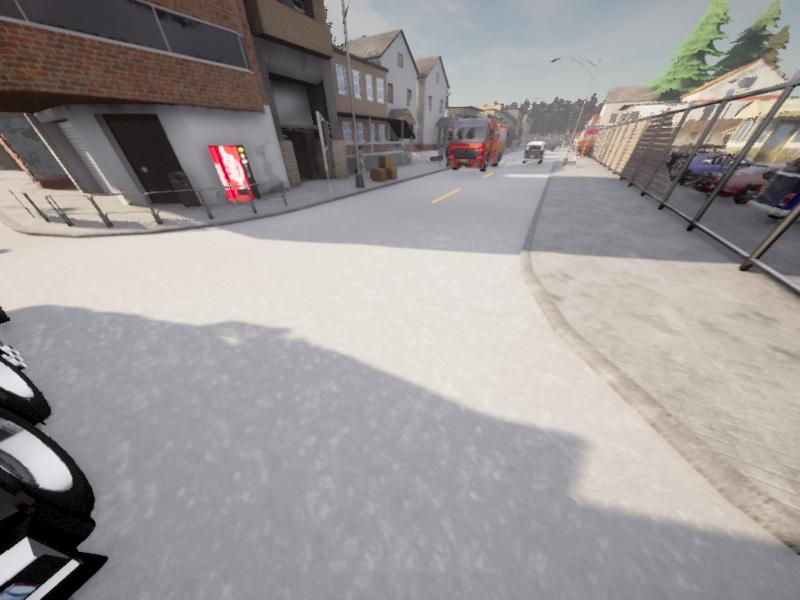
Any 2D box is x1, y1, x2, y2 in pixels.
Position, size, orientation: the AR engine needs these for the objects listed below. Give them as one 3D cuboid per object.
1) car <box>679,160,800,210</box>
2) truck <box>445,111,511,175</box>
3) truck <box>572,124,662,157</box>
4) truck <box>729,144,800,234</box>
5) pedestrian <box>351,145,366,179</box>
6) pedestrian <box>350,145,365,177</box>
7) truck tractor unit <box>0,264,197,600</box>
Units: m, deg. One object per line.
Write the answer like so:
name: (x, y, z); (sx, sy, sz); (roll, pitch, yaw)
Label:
car: (15.153, -4.392, 8.825); (5.357, 1.415, 2.033); (18, 39, 24)
truck: (7.114, -13.847, 20.479); (2.891, 3.827, 8.468); (18, 39, 24)
truck: (31.485, -23.519, 34.171); (8.468, 3.827, 2.891); (11, 36, 16)
truck: (13.028, -2.727, 5.906); (4.478, 2.038, 2.069); (18, 39, 24)
pedestrian: (-2.719, -9.111, 15.243); (0.751, 1.860, 0.751); (-3, 35, -3)
pedestrian: (-2.880, -9.493, 15.793); (0.751, 1.860, 0.751); (-3, 35, -4)
truck tractor unit: (-5.110, -0.302, 0.780); (6.516, 4.208, 3.053); (18, 39, 24)
